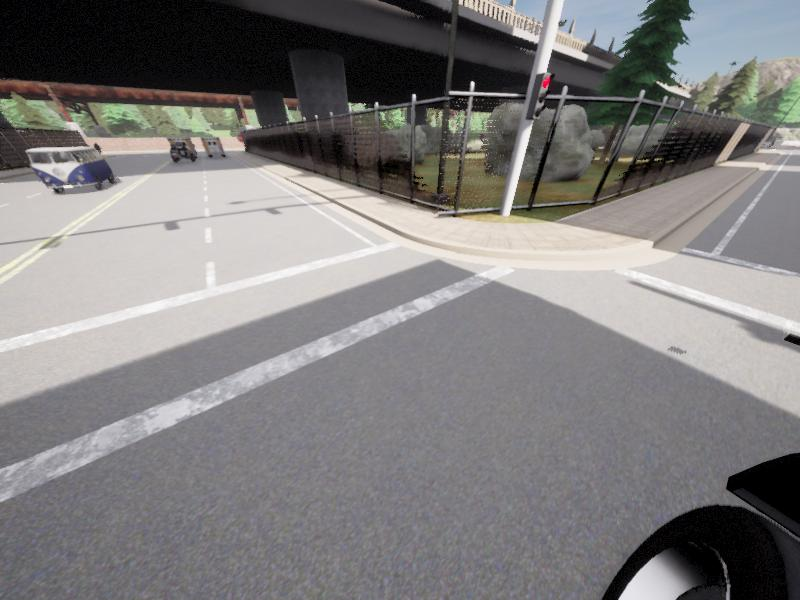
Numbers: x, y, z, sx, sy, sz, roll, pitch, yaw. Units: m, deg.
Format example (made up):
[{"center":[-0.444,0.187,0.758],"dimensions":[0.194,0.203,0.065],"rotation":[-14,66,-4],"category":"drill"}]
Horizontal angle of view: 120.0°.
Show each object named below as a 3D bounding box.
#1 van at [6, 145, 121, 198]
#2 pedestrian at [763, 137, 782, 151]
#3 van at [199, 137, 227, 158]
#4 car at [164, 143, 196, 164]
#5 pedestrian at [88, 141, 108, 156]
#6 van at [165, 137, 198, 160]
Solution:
[{"center":[-17.263,-6.965,12.280],"dimensions":[1.775,1.987,4.442],"rotation":[-22,41,-28],"category":"van"},{"center":[61.778,-25.903,38.335],"dimensions":[0.751,1.860,0.751],"rotation":[-27,43,-32],"category":"pedestrian"},{"center":[-28.494,-23.301,35.193],"dimensions":[2.351,2.431,6.366],"rotation":[-22,40,-28],"category":"van"},{"center":[-25.773,-17.357,27.204],"dimensions":[1.932,1.855,4.605],"rotation":[-22,41,-28],"category":"car"},{"center":[-46.556,-23.378,35.634],"dimensions":[0.751,1.860,0.751],"rotation":[-2,35,-2],"category":"pedestrian"},{"center":[-30.418,-21.365,32.458],"dimensions":[2.351,2.431,6.366],"rotation":[-22,41,-28],"category":"van"}]
